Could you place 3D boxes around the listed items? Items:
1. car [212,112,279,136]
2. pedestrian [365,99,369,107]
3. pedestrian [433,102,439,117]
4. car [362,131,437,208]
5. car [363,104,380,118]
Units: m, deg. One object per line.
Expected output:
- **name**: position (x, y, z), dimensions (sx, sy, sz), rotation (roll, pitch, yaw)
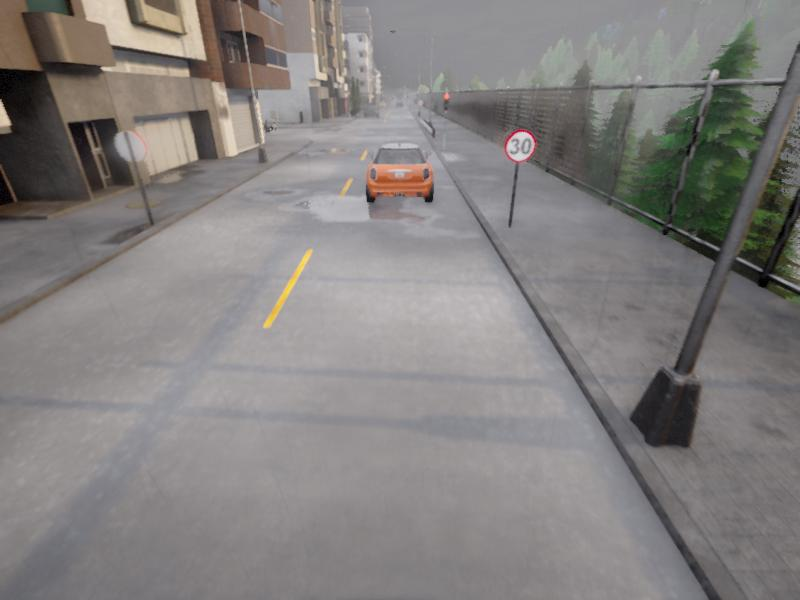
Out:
- **car**: position (-13.244, -15.223, 34.561), dimensions (4.856, 1.649, 2.033), rotation (-2, 27, -2)
- **pedestrian**: position (-8.376, -49.430, 100.408), dimensions (0.751, 1.860, 0.751), rotation (7, 28, 14)
- **pedestrian**: position (5.137, -27.159, 56.953), dimensions (0.751, 1.860, 0.751), rotation (0, 27, 0)
- **car**: position (-0.007, -4.589, 13.559), dimensions (2.097, 1.767, 4.553), rotation (0, 27, 0)
- **car**: position (-4.020, -27.285, 57.670), dimensions (2.097, 1.767, 4.553), rotation (0, 27, 0)
